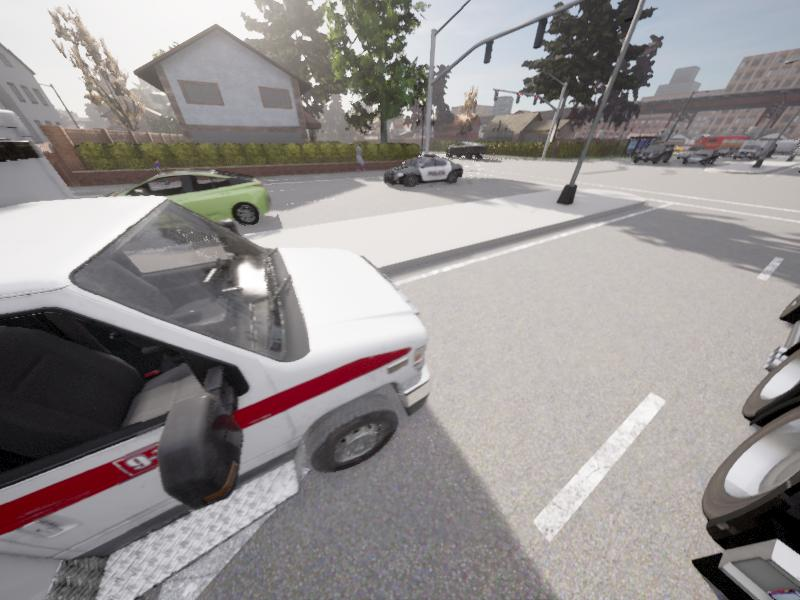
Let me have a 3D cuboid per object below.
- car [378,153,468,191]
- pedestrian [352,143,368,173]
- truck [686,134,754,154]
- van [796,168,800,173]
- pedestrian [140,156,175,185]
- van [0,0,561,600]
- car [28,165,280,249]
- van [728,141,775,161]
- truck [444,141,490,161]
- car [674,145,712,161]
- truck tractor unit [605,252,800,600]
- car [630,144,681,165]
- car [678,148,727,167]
[{"bbox_3d":[1.420,-7.861,13.994,4.974,1.542,2.038,-18,39,-24],"label":"car"},{"bbox_3d":[-2.973,-10.635,17.344,0.751,1.860,0.751,-27,43,-33],"label":"pedestrian"},{"bbox_3d":[77.667,-38.198,56.430,2.891,3.827,8.468,-18,39,-24],"label":"truck"},{"bbox_3d":[39.759,-13.196,21.193,5.915,2.561,1.988,-18,39,-25],"label":"van"},{"bbox_3d":[-13.246,-7.124,12.675,0.751,1.300,0.751,-19,39,-26],"label":"pedestrian"},{"bbox_3d":[-2.849,0.611,0.977,6.366,2.431,2.351,-17,39,-24],"label":"van"},{"bbox_3d":[-6.399,-3.020,6.955,4.514,1.525,2.007,-18,39,-25],"label":"car"},{"bbox_3d":[55.230,-23.522,36.311,6.366,2.431,2.351,-18,39,-25],"label":"van"},{"bbox_3d":[9.476,-21.675,33.459,2.390,2.098,6.274,-18,39,-25],"label":"truck"},{"bbox_3d":[43.082,-21.655,33.972,4.605,1.855,1.932,-18,39,-24],"label":"car"},{"bbox_3d":[5.111,-0.291,0.848,6.516,4.208,3.053,-18,39,-26],"label":"truck tractor unit"},{"bbox_3d":[31.107,-17.801,28.158,5.566,2.045,2.150,-18,39,-25],"label":"car"},{"bbox_3d":[35.203,-16.640,26.898,4.856,1.649,2.033,-18,39,-25],"label":"car"}]
